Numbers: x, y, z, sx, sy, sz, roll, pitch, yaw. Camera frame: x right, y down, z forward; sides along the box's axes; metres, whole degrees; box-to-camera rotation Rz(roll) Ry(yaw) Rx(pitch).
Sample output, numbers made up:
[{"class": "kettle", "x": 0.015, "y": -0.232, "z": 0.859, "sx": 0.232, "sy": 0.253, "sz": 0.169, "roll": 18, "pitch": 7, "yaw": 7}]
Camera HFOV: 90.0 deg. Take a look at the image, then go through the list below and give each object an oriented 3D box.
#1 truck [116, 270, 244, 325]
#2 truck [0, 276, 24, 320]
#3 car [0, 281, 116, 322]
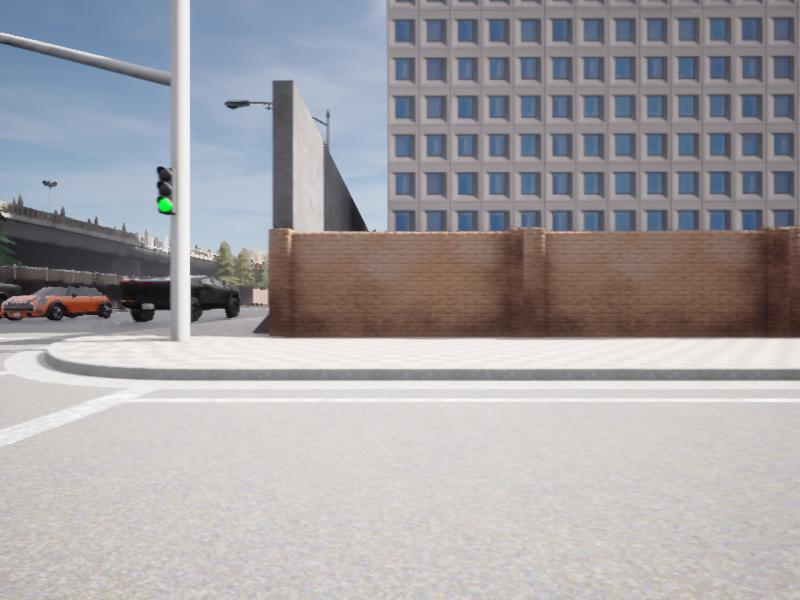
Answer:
[{"class": "truck", "x": -9.606, "y": -0.104, "z": 18.385, "sx": 2.390, "sy": 2.098, "sz": 6.274, "roll": 0, "pitch": 0, "yaw": 0}, {"class": "truck", "x": -20.115, "y": -0.094, "z": 16.988, "sx": 2.390, "sy": 2.098, "sz": 6.274, "roll": 0, "pitch": 0, "yaw": 0}, {"class": "car", "x": -16.598, "y": 0.055, "z": 19.608, "sx": 2.097, "sy": 1.767, "sz": 4.553, "roll": 0, "pitch": 0, "yaw": 0}]
